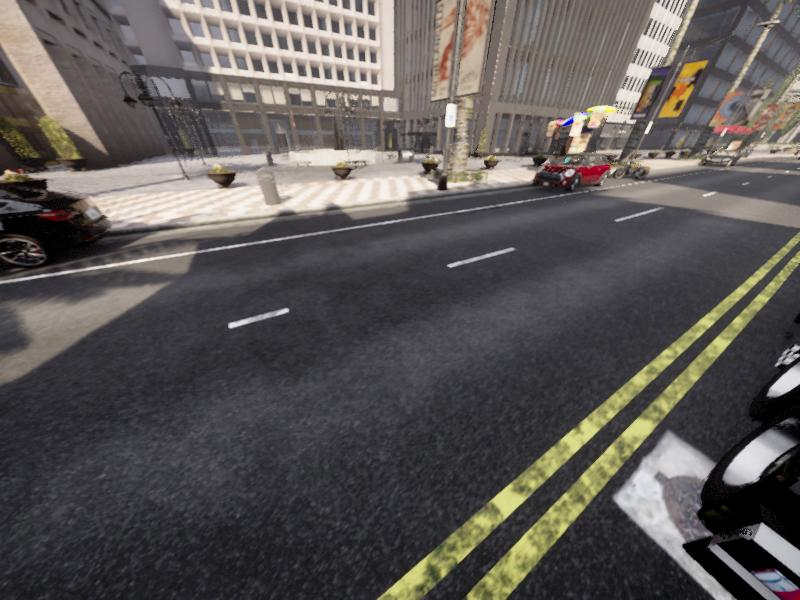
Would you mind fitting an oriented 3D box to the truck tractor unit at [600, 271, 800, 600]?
[{"bbox_3d":[5.129,-0.283,0.761,6.516,4.208,3.053,-18,39,-24],"label":"truck tractor unit"}]

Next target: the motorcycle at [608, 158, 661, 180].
[{"bbox_3d":[16.419,-9.202,16.265,2.356,1.277,0.764,0,35,0],"label":"motorcycle"}]

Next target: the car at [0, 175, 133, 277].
[{"bbox_3d":[-9.266,-1.339,4.514,4.792,1.488,2.163,-18,39,-24],"label":"car"}]

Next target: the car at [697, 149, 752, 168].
[{"bbox_3d":[35.472,-15.559,25.291,4.892,1.521,2.231,-18,39,-24],"label":"car"}]

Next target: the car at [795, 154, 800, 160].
[{"bbox_3d":[63.977,-22.448,35.451,5.008,1.535,1.882,-13,37,-18],"label":"car"}]

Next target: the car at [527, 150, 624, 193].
[{"bbox_3d":[9.958,-7.453,13.198,4.553,1.767,2.185,-18,39,-24],"label":"car"}]
